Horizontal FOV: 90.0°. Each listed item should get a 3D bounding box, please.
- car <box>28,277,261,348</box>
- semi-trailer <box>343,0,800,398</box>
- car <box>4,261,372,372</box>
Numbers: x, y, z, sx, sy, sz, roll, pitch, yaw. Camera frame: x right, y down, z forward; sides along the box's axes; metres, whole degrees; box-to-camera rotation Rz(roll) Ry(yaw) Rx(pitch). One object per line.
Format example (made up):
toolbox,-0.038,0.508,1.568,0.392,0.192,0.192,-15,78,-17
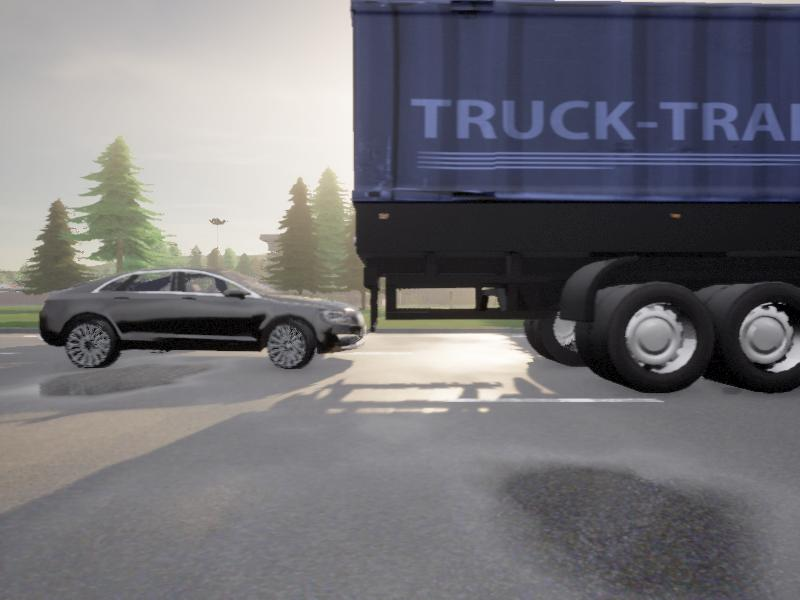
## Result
car,-5.618,0.255,9.201,4.193,1.474,1.816,0,0,0
semi-trailer,6.519,-1.221,5.554,14.254,4.402,2.717,0,0,-2
car,-3.009,0.236,6.558,4.902,1.511,2.128,0,-1,1
